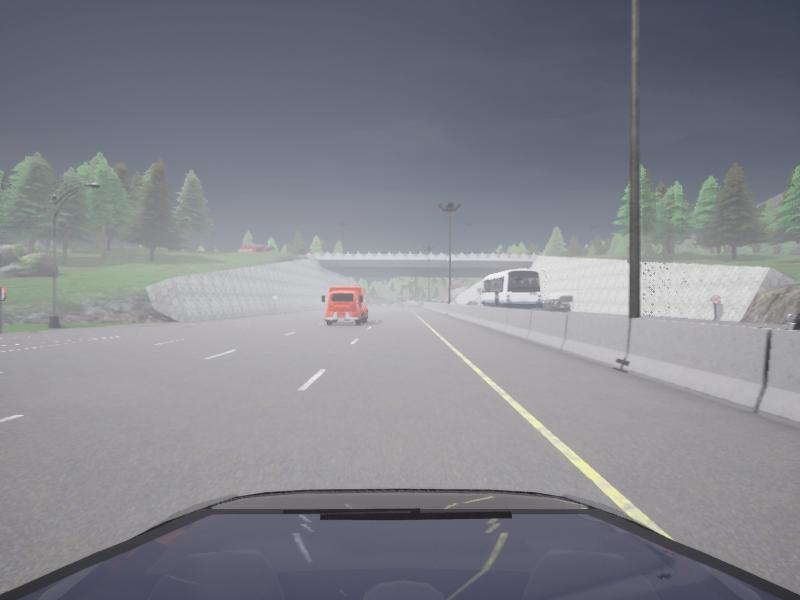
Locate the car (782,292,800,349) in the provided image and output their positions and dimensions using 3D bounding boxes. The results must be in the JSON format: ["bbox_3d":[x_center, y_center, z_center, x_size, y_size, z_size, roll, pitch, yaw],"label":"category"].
[{"bbox_3d":[14.003,0.657,11.363,1.932,1.855,4.605,0,0,0],"label":"car"}]

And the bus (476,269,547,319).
[{"bbox_3d":[10.383,-0.518,38.878,3.944,4.253,10.273,0,0,0],"label":"bus"}]

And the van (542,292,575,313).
[{"bbox_3d":[21.010,0.340,53.240,1.988,2.561,5.915,0,0,0],"label":"van"}]

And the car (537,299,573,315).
[{"bbox_3d":[17.502,0.773,45.352,2.242,1.667,4.611,0,0,0],"label":"car"}]

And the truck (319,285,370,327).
[{"bbox_3d":[-3.500,0.366,26.403,2.627,2.467,5.204,0,0,0],"label":"truck"}]

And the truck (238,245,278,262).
[{"bbox_3d":[-34.260,-11.292,96.710,8.468,3.827,2.891,0,0,0],"label":"truck"}]
